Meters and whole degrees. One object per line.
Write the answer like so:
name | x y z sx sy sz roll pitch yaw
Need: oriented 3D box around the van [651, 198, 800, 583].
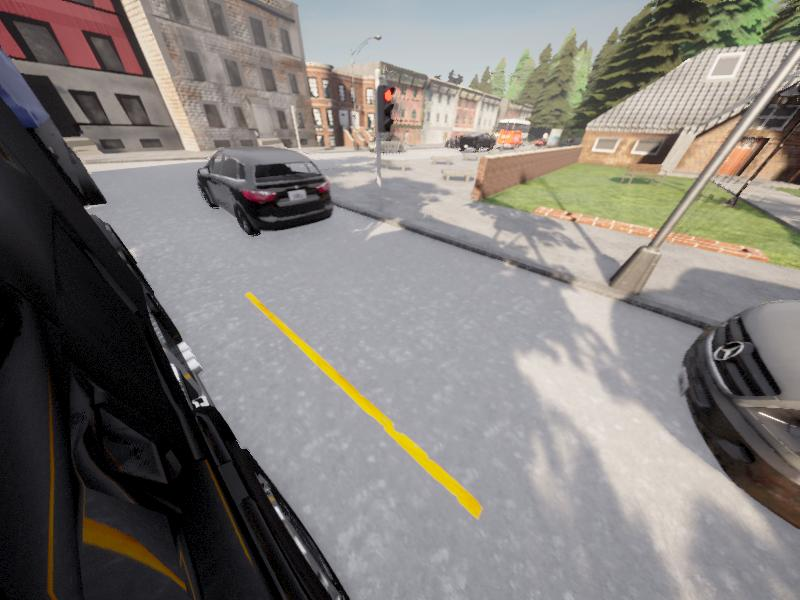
van | 4.919 1.259 0.153 5.915 2.561 1.988 29 44 31

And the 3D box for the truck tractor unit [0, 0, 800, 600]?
truck tractor unit | -2.645 -0.295 0.352 6.516 4.208 3.053 28 44 30

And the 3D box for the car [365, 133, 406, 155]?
car | -1.444 -15.960 23.583 1.851 1.617 3.988 28 44 30

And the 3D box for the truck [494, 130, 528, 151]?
truck | 17.664 -25.351 36.665 2.627 2.467 5.204 29 44 31

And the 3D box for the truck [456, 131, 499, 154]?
truck | 9.983 -20.096 29.442 2.390 2.098 6.274 29 44 31

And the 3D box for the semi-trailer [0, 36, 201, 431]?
semi-trailer | -8.661 -3.630 4.263 14.254 4.402 2.717 29 44 30

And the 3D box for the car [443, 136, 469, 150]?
car | 7.903 -22.162 32.547 1.845 1.501 3.633 29 44 30

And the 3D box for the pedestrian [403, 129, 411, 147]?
pedestrian | 0.943 -22.058 31.474 0.751 1.860 0.751 -28 46 -34

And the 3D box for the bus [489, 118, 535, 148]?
bus | 21.823 -32.344 44.799 3.944 4.253 10.273 29 44 30

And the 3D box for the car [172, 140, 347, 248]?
car | -3.873 -3.233 6.335 4.611 1.667 2.242 30 45 32

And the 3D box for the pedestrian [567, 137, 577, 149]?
pedestrian | 34.291 -31.379 46.095 0.751 1.860 0.751 27 43 29

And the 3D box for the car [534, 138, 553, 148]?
car | 30.614 -33.591 49.311 2.007 1.525 4.514 29 44 31
